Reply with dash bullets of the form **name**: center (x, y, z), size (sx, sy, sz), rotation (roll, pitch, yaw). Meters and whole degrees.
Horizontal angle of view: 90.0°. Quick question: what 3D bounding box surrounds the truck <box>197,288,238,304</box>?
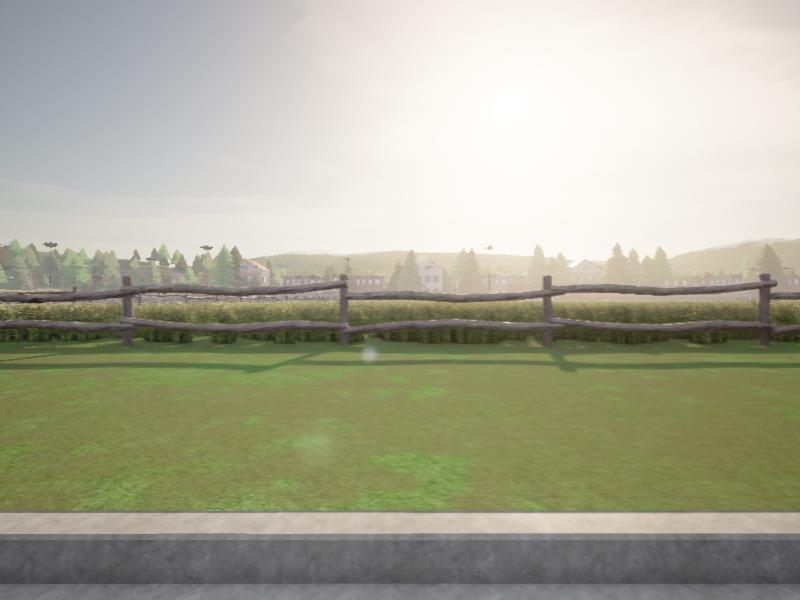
- **truck**: center (-43.560, -0.900, 95.573), size (8.468, 3.827, 2.891), rotation (0, 0, 0)

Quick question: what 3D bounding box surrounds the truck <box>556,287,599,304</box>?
- **truck**: center (40.562, -0.948, 91.618), size (8.468, 3.827, 2.891), rotation (0, 0, 0)
